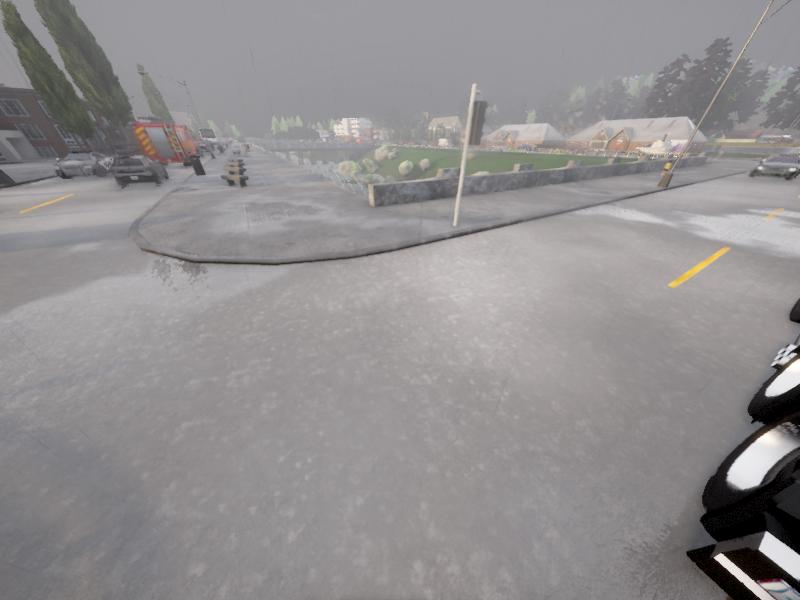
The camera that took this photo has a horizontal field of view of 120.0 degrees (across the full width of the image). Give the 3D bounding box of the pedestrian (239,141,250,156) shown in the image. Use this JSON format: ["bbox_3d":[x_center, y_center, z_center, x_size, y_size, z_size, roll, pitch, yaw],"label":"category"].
[{"bbox_3d":[-23.386,-22.871,34.807,0.751,1.860,0.751,-9,36,-13],"label":"pedestrian"}]

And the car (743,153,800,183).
[{"bbox_3d":[27.893,-9.773,16.924,4.974,1.542,2.038,-19,39,-26],"label":"car"}]

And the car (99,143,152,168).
[{"bbox_3d":[-26.546,-14.232,22.570,1.905,1.878,3.866,-18,39,-24],"label":"car"}]

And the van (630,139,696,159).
[{"bbox_3d":[43.076,-25.014,38.147,2.351,2.431,6.366,-19,39,-25],"label":"van"}]

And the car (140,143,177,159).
[{"bbox_3d":[-32.897,-20.409,31.626,2.152,1.651,5.027,-18,39,-24],"label":"car"}]

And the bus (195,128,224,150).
[{"bbox_3d":[-48.750,-41.534,59.531,3.944,4.253,10.273,-18,39,-24],"label":"bus"}]

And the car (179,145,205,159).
[{"bbox_3d":[-29.101,-20.867,32.444,1.816,1.474,4.193,-17,38,-23],"label":"car"}]

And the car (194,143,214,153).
[{"bbox_3d":[-37.095,-28.908,43.883,2.038,1.542,4.974,-17,39,-24],"label":"car"}]

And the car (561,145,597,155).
[{"bbox_3d":[34.213,-28.788,44.275,1.882,1.535,5.008,-18,39,-24],"label":"car"}]

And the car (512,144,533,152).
[{"bbox_3d":[29.923,-37.366,56.616,1.816,1.474,4.193,-17,39,-24],"label":"car"}]

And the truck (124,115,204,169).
[{"bbox_3d":[-23.176,-16.010,23.461,2.891,3.827,8.468,-17,38,-23],"label":"truck"}]

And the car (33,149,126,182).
[{"bbox_3d":[-21.911,-9.535,16.172,2.038,1.542,4.974,-18,39,-24],"label":"car"}]

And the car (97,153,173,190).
[{"bbox_3d":[-15.342,-7.721,13.674,1.816,1.474,4.193,-20,40,-26],"label":"car"}]

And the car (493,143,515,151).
[{"bbox_3d":[25.386,-37.453,56.659,2.007,1.525,4.514,-18,39,-24],"label":"car"}]

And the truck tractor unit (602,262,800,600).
[{"bbox_3d":[5.106,-0.306,0.786,6.516,4.208,3.053,-18,39,-24],"label":"truck tractor unit"}]

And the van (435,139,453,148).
[{"bbox_3d":[14.716,-52.946,78.027,2.351,2.431,6.366,-18,39,-24],"label":"van"}]

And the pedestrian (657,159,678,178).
[{"bbox_3d":[18.874,-9.301,16.321,0.500,1.100,0.500,-25,42,-32],"label":"pedestrian"}]
